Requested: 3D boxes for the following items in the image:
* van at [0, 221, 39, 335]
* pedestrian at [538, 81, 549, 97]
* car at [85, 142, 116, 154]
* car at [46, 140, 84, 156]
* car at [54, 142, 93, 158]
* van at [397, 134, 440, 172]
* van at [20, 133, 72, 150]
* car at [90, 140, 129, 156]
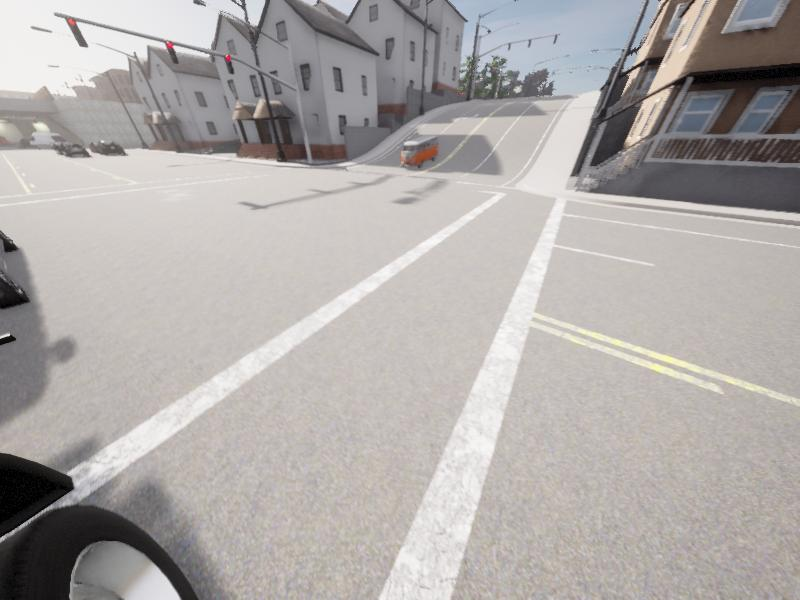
[{"bbox_3d":[-8.321,-1.229,3.378,5.915,2.561,1.988,22,41,28],"label":"van"},{"bbox_3d":[23.465,-34.555,37.780,0.751,1.860,0.751,5,35,7],"label":"pedestrian"},{"bbox_3d":[-46.278,-23.562,35.687,4.674,1.442,1.812,21,40,27],"label":"car"},{"bbox_3d":[-47.311,-21.527,32.619,5.238,1.638,1.930,21,40,27],"label":"car"},{"bbox_3d":[-41.491,-19.125,29.362,4.514,1.525,2.007,22,41,28],"label":"car"},{"bbox_3d":[1.759,-13.169,20.582,1.775,1.987,4.442,21,49,27],"label":"van"},{"bbox_3d":[-67.240,-30.239,43.995,5.915,2.561,1.988,5,35,6],"label":"van"},{"bbox_3d":[-40.797,-21.357,32.408,4.611,1.667,2.242,22,41,28],"label":"car"}]
